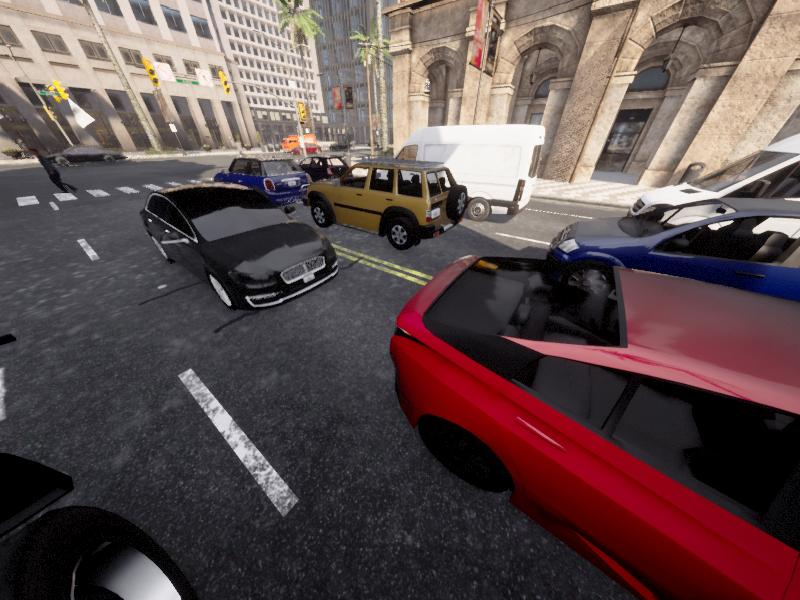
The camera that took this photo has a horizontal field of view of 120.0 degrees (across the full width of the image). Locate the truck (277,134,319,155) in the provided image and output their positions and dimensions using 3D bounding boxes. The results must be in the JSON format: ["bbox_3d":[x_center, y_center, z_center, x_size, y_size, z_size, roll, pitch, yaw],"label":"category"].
[{"bbox_3d":[-16.381,-25.246,37.432,2.627,2.467,5.204,22,44,28],"label":"truck"}]

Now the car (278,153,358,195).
[{"bbox_3d":[-4.217,-6.632,11.973,3.633,1.501,1.845,23,41,28],"label":"car"}]

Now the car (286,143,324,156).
[{"bbox_3d":[-14.298,-23.014,35.203,2.163,1.488,4.792,22,41,28],"label":"car"}]

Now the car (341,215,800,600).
[{"bbox_3d":[2.078,0.865,1.377,4.514,1.525,2.007,22,41,28],"label":"car"}]

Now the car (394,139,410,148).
[{"bbox_3d":[0.576,-41.714,61.589,2.185,1.767,4.553,22,41,28],"label":"car"}]

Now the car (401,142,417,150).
[{"bbox_3d":[2.120,-36.195,54.108,1.970,1.475,3.806,23,41,28],"label":"car"}]

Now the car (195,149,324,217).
[{"bbox_3d":[-5.533,-4.810,9.148,4.553,1.767,2.097,22,41,28],"label":"car"}]

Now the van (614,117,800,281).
[{"bbox_3d":[8.506,-1.849,4.395,5.915,2.561,1.988,22,41,28],"label":"van"}]

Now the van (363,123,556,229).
[{"bbox_3d":[1.654,-4.658,8.337,5.915,2.561,1.988,22,41,28],"label":"van"}]

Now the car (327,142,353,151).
[{"bbox_3d":[-12.210,-31.346,47.049,2.163,1.488,4.792,22,41,28],"label":"car"}]

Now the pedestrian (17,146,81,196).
[{"bbox_3d":[-15.644,-5.779,10.354,0.751,1.860,0.751,24,42,30],"label":"pedestrian"}]

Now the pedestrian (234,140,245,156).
[{"bbox_3d":[-22.788,-21.605,32.772,0.751,1.860,0.751,-19,40,-26],"label":"pedestrian"}]

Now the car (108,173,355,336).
[{"bbox_3d":[-3.374,-1.376,4.547,4.892,1.490,1.837,23,41,28],"label":"car"}]

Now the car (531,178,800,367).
[{"bbox_3d":[4.548,-0.620,3.433,3.988,1.617,1.851,22,41,28],"label":"car"}]

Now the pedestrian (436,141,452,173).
[{"bbox_3d":[3.089,-10.057,16.293,0.751,1.860,0.751,18,39,24],"label":"pedestrian"}]

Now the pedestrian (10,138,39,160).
[{"bbox_3d":[-39.137,-15.746,24.077,0.751,1.860,0.751,21,40,27],"label":"pedestrian"}]

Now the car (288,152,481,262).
[{"bbox_3d":[-0.575,-2.831,6.299,4.605,1.855,1.932,22,41,28],"label":"car"}]

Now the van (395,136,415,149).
[{"bbox_3d":[1.304,-39.516,57.783,1.988,2.561,5.915,22,41,28],"label":"van"}]

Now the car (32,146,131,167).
[{"bbox_3d":[-30.035,-13.766,22.040,2.033,1.411,5.357,22,41,28],"label":"car"}]
